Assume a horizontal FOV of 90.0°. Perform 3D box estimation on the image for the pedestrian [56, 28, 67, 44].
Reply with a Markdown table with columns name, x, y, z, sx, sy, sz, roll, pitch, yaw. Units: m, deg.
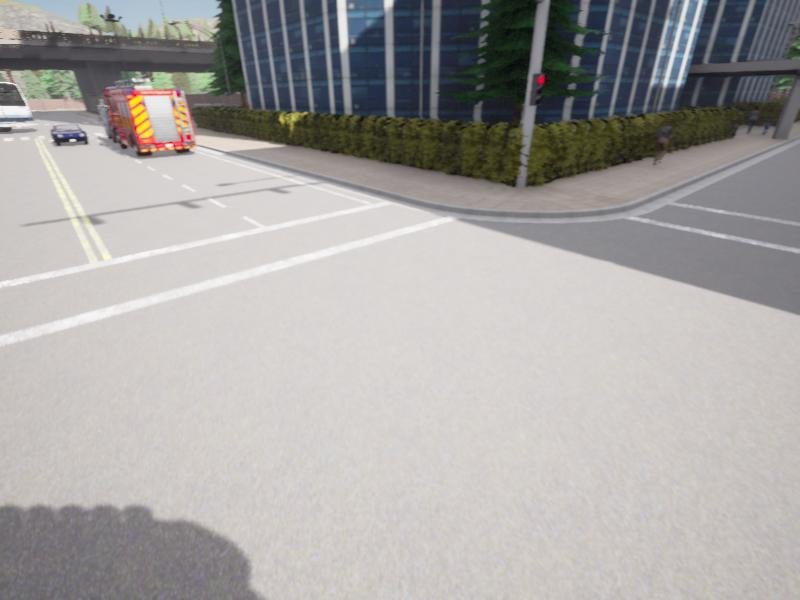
| name | x | y | z | sx | sy | sz | roll | pitch | yaw |
| --- | --- | --- | --- | --- | --- | --- | --- | --- | --- |
| pedestrian | -50.530 | -39.359 | 59.704 | 0.751 | 1.860 | 0.751 | -22 | 34 | -36 |

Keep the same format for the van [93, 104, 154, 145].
| name | x | y | z | sx | sy | sz | roll | pitch | yaw |
| --- | --- | --- | --- | --- | --- | --- | --- | --- | --- |
| van | -21.065 | -13.438 | 30.396 | 2.351 | 2.431 | 6.366 | -22 | 34 | -35 |

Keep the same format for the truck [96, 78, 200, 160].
| name | x | y | z | sx | sy | sz | roll | pitch | yaw |
| --- | --- | --- | --- | --- | --- | --- | --- | --- | --- |
| truck | -15.307 | -11.021 | 24.078 | 2.891 | 3.827 | 8.468 | -22 | 34 | -35 |

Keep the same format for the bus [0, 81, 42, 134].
| name | x | y | z | sx | sy | sz | roll | pitch | yaw |
| --- | --- | --- | --- | --- | --- | --- | --- | --- | --- |
| bus | -40.405 | -17.582 | 36.699 | 10.273 | 4.253 | 3.944 | -1 | 26 | 0 |

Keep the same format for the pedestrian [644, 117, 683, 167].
| name | x | y | z | sx | sy | sz | roll | pitch | yaw |
| --- | --- | --- | --- | --- | --- | --- | --- | --- | --- |
| pedestrian | 11.149 | -6.704 | 16.945 | 0.751 | 1.860 | 0.751 | -22 | 34 | -35 |

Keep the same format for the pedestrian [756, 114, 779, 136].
| name | x | y | z | sx | sy | sz | roll | pitch | yaw |
| --- | --- | --- | --- | --- | --- | --- | --- | --- | --- |
| pedestrian | 25.827 | -12.307 | 28.116 | 0.751 | 1.300 | 0.751 | -23 | 35 | -37 |

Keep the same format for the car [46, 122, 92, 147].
| name | x | y | z | sx | sy | sz | roll | pitch | yaw |
| --- | --- | --- | --- | --- | --- | --- | --- | --- | --- |
| car | -23.934 | -11.982 | 28.865 | 1.895 | 1.301 | 4.718 | -22 | 34 | -35 |

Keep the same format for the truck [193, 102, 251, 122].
| name | x | y | z | sx | sy | sz | roll | pitch | yaw |
| --- | --- | --- | --- | --- | --- | --- | --- | --- | --- |
| truck | -23.427 | -24.933 | 52.944 | 6.274 | 2.098 | 2.390 | -22 | 34 | -35 |

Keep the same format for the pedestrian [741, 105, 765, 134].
| name | x | y | z | sx | sy | sz | roll | pitch | yaw |
| --- | --- | --- | --- | --- | --- | --- | --- | --- | --- |
| pedestrian | 25.648 | -13.106 | 29.057 | 0.751 | 1.860 | 0.751 | 22 | 35 | 36 |

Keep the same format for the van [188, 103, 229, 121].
| name | x | y | z | sx | sy | sz | roll | pitch | yaw |
| --- | --- | --- | --- | --- | --- | --- | --- | --- | --- |
| van | -26.250 | -25.864 | 54.926 | 4.442 | 1.987 | 1.775 | -22 | 34 | -35 |
